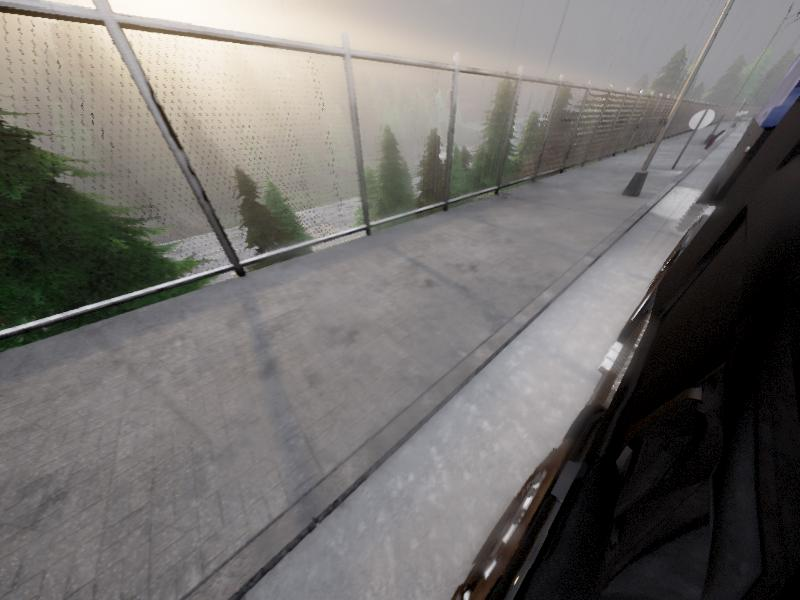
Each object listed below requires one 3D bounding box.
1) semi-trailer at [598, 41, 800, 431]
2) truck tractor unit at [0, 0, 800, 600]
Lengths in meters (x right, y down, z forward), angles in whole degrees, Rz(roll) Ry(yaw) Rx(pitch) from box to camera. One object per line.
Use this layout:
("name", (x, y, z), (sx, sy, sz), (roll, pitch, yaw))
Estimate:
("semi-trailer", (8.702, -3.596, 4.234), (14.254, 4.402, 2.717), (-28, 44, -30))
("truck tractor unit", (2.645, -0.295, 0.352), (6.516, 4.208, 3.053), (-28, 44, -30))
